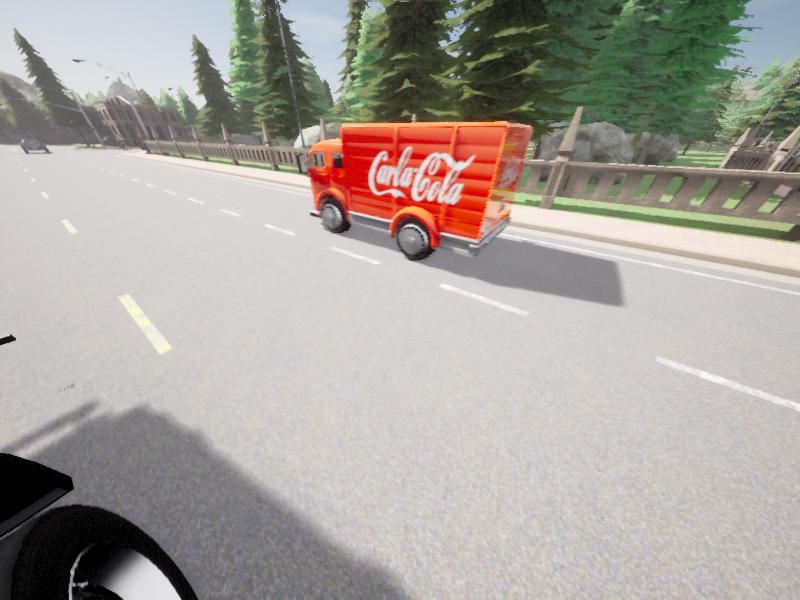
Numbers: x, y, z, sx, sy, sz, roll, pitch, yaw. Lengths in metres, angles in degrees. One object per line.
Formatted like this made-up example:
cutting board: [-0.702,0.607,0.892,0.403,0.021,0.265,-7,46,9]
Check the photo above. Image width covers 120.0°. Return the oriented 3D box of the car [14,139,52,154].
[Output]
car: [-51.278,-21.489,32.279,5.027,1.651,2.152,23,41,29]

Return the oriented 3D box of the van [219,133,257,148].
van: [-34.721,-34.384,49.785,1.988,2.561,5.915,22,41,28]

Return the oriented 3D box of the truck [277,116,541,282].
truck: [-0.012,-2.850,5.780,5.204,2.467,2.627,22,41,28]

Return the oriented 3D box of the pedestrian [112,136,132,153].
pedestrian: [-36.986,-20.668,30.702,0.751,1.860,0.751,13,37,17]

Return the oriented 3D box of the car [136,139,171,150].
car: [-45.401,-28.761,42.664,1.970,1.475,3.806,22,41,28]

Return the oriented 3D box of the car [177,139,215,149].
car: [-41.481,-31.986,47.180,1.801,1.575,5.366,22,41,28]

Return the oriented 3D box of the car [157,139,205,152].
car: [-36.270,-25.805,38.462,1.930,1.638,5.238,22,40,28]
